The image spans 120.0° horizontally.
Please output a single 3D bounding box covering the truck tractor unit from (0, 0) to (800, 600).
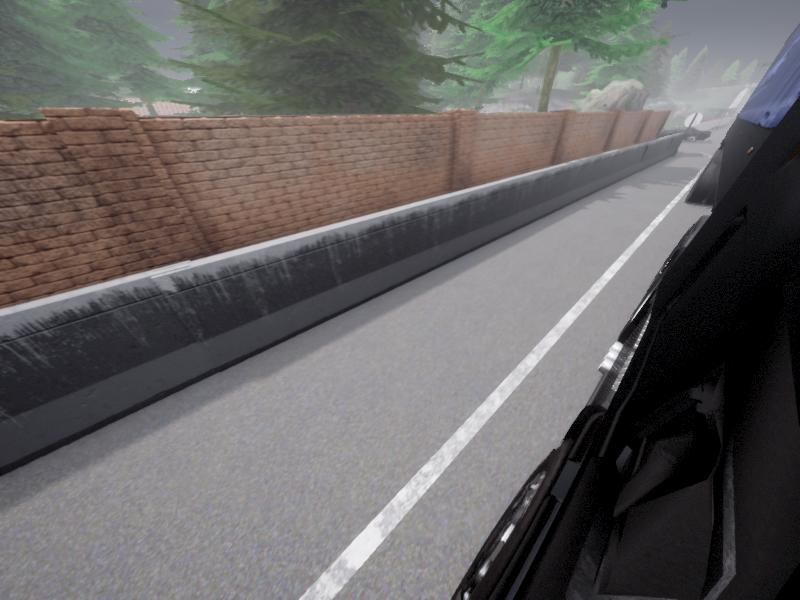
[{"bbox_3d":[2.645,-0.295,0.351,6.516,4.208,3.053,-28,44,-30],"label":"truck tractor unit"}]

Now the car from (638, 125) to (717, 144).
[{"bbox_3d":[26.561,-16.136,22.407,4.718,1.301,1.895,27,47,31],"label":"car"}]

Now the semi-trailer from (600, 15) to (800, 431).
[{"bbox_3d":[8.568,-3.690,4.354,14.254,4.402,2.717,-30,44,-31],"label":"semi-trailer"}]

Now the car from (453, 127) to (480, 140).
[{"bbox_3d":[10.946,-27.481,38.176,1.789,1.549,3.705,-28,43,-29],"label":"car"}]

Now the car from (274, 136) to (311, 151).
[{"bbox_3d":[-17.466,-25.576,37.695,4.856,1.649,2.033,-27,43,-29],"label":"car"}]

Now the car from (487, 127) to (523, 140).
[{"bbox_3d":[15.296,-24.363,33.864,1.994,1.385,4.181,-27,43,-29],"label":"car"}]
